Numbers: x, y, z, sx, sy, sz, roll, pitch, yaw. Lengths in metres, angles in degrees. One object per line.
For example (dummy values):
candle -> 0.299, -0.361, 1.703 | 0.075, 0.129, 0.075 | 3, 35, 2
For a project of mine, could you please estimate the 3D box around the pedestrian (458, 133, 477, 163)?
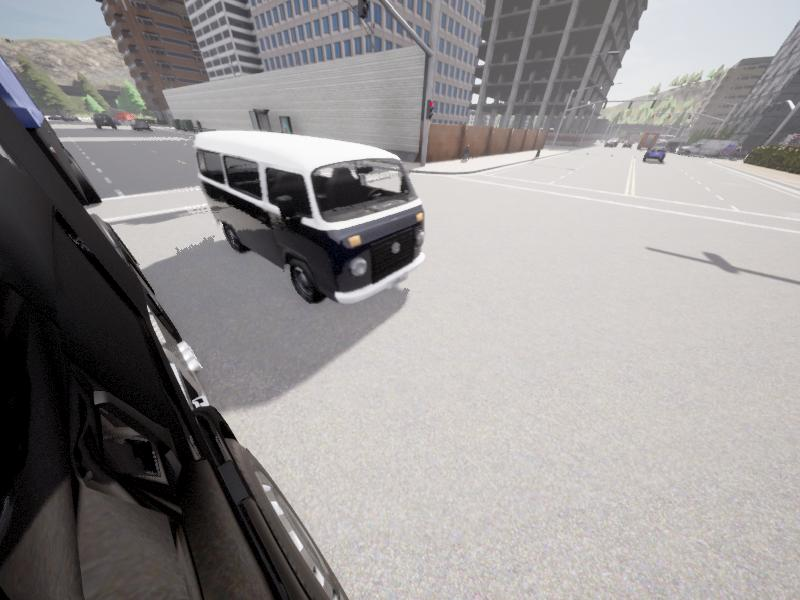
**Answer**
pedestrian -> 5.162, -11.642, 17.714 | 0.751, 1.860, 0.751 | 25, 42, 27

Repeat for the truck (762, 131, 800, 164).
truck -> 60.662, -21.547, 33.005 | 8.468, 3.827, 2.891 | 28, 43, 30

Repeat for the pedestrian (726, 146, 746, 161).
pedestrian -> 48.235, -21.052, 33.186 | 0.751, 1.860, 0.751 | -24, 44, -31

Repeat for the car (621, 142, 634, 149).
car -> 58.101, -39.506, 58.945 | 1.895, 1.301, 4.718 | 28, 44, 30

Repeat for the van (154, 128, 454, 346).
van -> -1.740, -1.611, 3.986 | 4.480, 2.038, 2.069 | 27, 43, 30

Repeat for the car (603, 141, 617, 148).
car -> 52.969, -39.290, 58.256 | 2.033, 1.411, 5.357 | 28, 44, 30

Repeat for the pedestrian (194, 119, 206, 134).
pedestrian -> -31.117, -27.038, 35.958 | 0.751, 1.860, 0.751 | 31, 45, 32

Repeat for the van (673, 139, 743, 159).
van -> 51.358, -25.453, 38.816 | 6.366, 2.431, 2.351 | 15, 39, 16

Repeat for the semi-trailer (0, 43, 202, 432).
semi-trailer -> -8.698, -3.614, 4.214 | 14.254, 4.402, 2.717 | 28, 44, 30

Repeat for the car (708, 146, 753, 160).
car -> 56.736, -25.376, 39.801 | 3.988, 1.617, 1.851 | 27, 43, 29

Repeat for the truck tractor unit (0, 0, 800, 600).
truck tractor unit -> -2.645, -0.295, 0.351 | 6.516, 4.208, 3.053 | 28, 44, 30

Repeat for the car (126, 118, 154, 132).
car -> -43.724, -29.393, 38.818 | 4.856, 1.649, 2.033 | 28, 44, 30

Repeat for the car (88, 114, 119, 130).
car -> -51.421, -30.933, 40.054 | 5.566, 2.045, 2.150 | 28, 44, 30

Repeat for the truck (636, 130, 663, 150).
truck -> 62.366, -40.141, 57.948 | 2.891, 3.827, 8.468 | 28, 44, 30

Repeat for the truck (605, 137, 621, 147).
truck -> 58.666, -43.470, 63.611 | 2.390, 2.098, 6.274 | 28, 44, 30

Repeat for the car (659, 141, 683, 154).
car -> 55.829, -31.499, 47.640 | 1.905, 1.878, 3.866 | 23, 41, 25

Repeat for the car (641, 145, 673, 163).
car -> 30.861, -17.618, 27.847 | 2.007, 1.525, 4.514 | 29, 44, 31
